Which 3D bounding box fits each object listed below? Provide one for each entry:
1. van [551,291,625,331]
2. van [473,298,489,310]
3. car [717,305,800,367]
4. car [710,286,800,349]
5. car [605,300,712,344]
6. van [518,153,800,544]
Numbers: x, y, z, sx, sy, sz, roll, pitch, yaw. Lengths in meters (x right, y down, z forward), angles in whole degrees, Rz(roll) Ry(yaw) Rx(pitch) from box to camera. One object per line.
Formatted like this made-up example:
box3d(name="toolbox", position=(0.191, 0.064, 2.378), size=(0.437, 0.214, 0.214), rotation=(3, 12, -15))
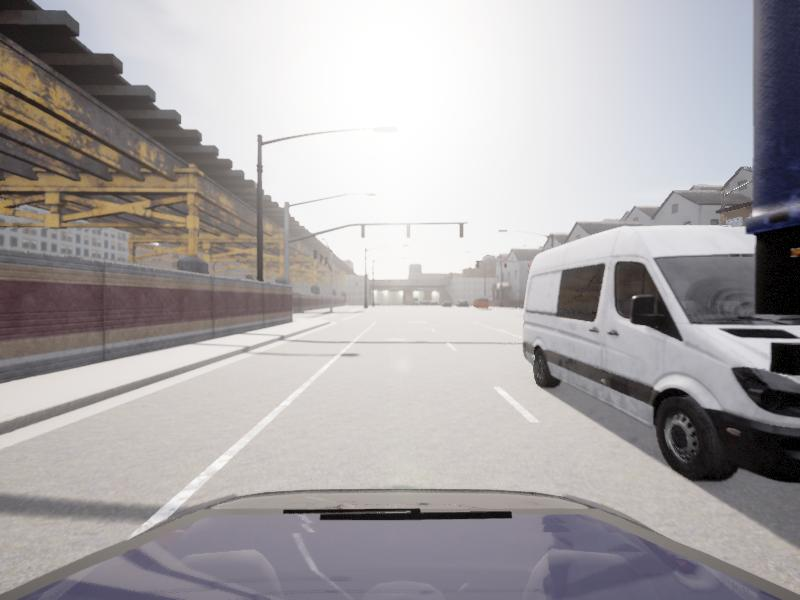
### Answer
box3d(name="van", position=(10.488, 0.577, 22.771), size=(2.069, 2.038, 4.480), rotation=(0, 0, 0))
box3d(name="van", position=(13.957, 0.616, 69.305), size=(1.775, 1.987, 4.442), rotation=(0, 0, 0))
box3d(name="car", position=(10.488, 0.873, 9.769), size=(1.812, 1.442, 4.674), rotation=(0, 0, 0))
box3d(name="car", position=(13.973, 0.572, 13.853), size=(2.150, 2.045, 5.566), rotation=(0, 0, 0))
box3d(name="car", position=(10.494, 0.793, 16.630), size=(1.851, 1.617, 3.988), rotation=(0, 0, 0))
box3d(name="van", position=(3.511, 0.323, 5.574), size=(1.988, 2.561, 5.915), rotation=(0, 0, 0))
